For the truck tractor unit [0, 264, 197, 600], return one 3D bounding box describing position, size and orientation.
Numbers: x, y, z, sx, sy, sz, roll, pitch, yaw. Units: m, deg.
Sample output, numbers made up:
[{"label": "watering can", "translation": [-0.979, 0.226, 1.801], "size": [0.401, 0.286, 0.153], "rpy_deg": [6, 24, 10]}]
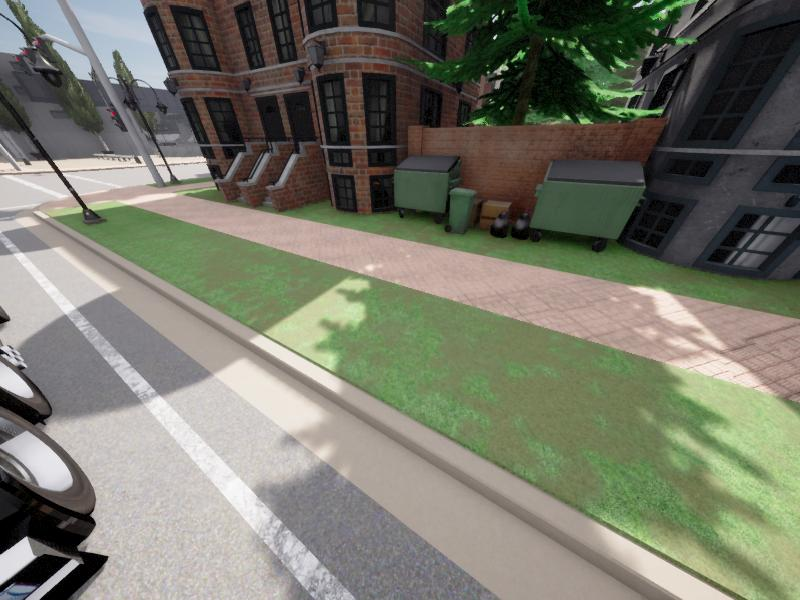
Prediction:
[{"label": "truck tractor unit", "translation": [-5.112, -0.299, 0.780], "size": [6.516, 4.208, 3.053], "rpy_deg": [18, 39, 24]}]
